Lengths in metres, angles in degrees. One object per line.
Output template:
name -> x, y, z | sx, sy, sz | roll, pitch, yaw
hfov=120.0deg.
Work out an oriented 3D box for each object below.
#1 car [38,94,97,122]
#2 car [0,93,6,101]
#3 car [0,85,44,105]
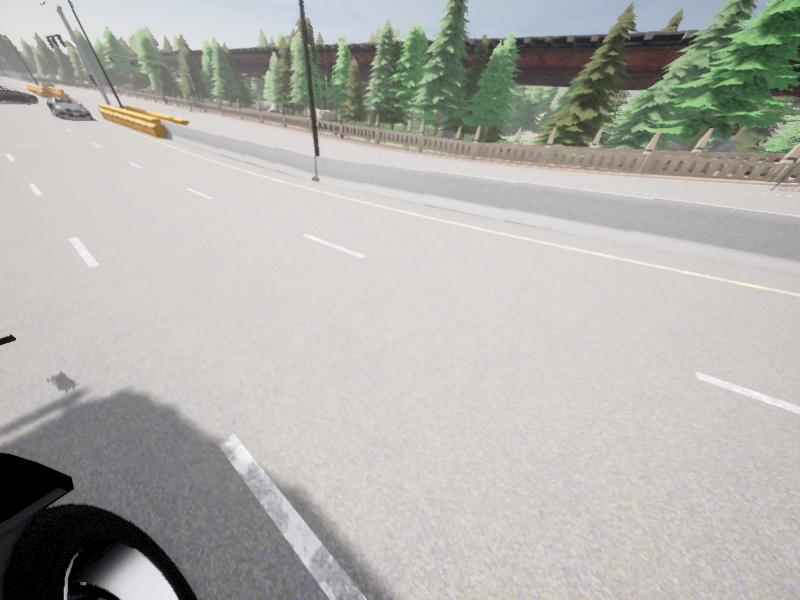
car -> -32.172, -18.585, 22.359 | 5.027, 1.651, 2.152 | 27, 43, 24
car -> -51.788, -26.259, 28.743 | 3.866, 1.878, 1.905 | 28, 43, 24
car -> -47.003, -24.656, 27.696 | 1.851, 1.617, 3.988 | 12, 39, 7
